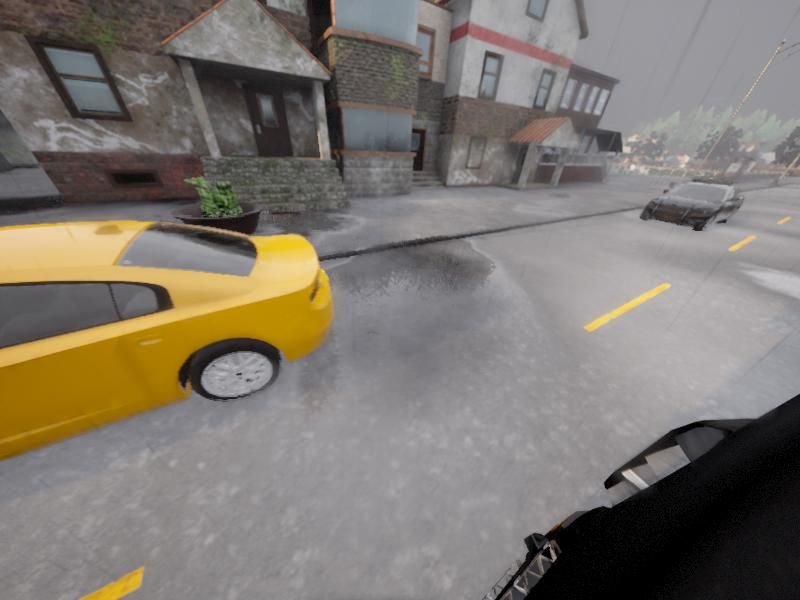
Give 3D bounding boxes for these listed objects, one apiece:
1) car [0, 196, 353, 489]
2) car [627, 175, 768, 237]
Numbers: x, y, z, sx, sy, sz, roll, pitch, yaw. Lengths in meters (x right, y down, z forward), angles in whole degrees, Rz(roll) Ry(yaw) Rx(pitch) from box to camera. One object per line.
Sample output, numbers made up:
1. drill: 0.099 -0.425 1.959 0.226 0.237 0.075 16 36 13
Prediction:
1. car: -3.174 0.218 1.980 5.008 1.535 1.882 -15 38 -25
2. car: 12.152 -4.023 9.443 5.238 1.638 1.930 -16 38 -24
